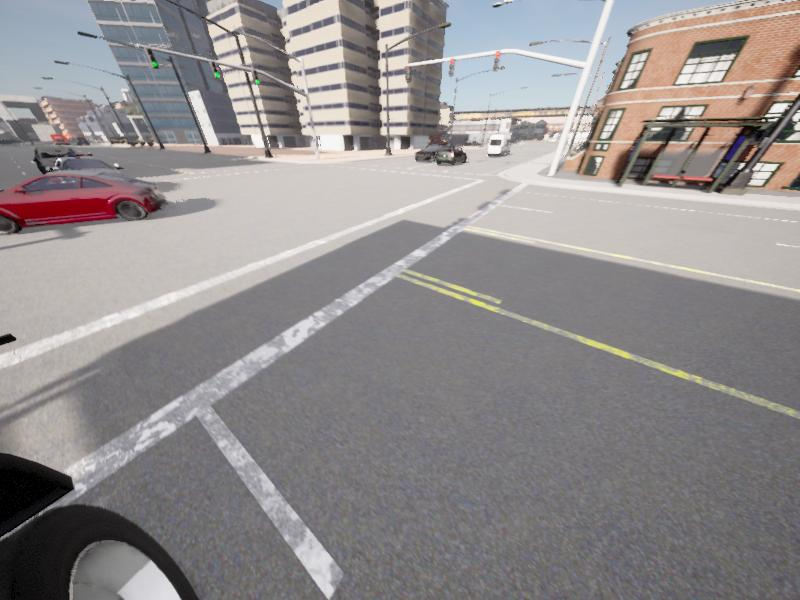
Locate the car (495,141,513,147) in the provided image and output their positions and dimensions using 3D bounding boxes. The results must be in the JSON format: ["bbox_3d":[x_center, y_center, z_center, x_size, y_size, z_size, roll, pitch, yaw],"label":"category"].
[{"bbox_3d":[33.575,-50.461,74.559,4.902,1.511,2.128,21,40,27],"label":"car"}]

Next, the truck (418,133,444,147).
[{"bbox_3d":[10.602,-55.130,79.559,8.468,3.827,2.891,20,40,27],"label":"truck"}]

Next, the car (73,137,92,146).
[{"bbox_3d":[-81.634,-40.779,59.384,3.866,1.878,1.905,25,42,31],"label":"car"}]

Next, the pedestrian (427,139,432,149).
[{"bbox_3d":[6.500,-34.657,51.342,0.751,1.860,0.751,-26,43,-32],"label":"pedestrian"}]

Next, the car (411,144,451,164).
[{"bbox_3d":[3.528,-16.393,25.755,1.930,1.638,5.238,22,41,28],"label":"car"}]

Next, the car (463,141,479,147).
[{"bbox_3d":[21.702,-47.692,70.710,3.806,1.475,1.970,20,40,27],"label":"car"}]

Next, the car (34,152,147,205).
[{"bbox_3d":[-14.142,-5.710,10.551,4.974,1.542,2.038,22,41,28],"label":"car"}]

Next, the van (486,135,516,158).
[{"bbox_3d":[14.720,-22.460,33.674,1.988,2.561,5.915,22,41,28],"label":"van"}]

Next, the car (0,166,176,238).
[{"bbox_3d":[-10.048,-3.130,7.069,4.181,1.385,1.994,-18,39,-25],"label":"car"}]

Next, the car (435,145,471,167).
[{"bbox_3d":[5.264,-14.305,22.839,1.851,1.617,3.988,22,41,28],"label":"car"}]

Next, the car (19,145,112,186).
[{"bbox_3d":[-20.012,-8.165,13.849,4.611,1.667,2.242,23,41,27],"label":"car"}]

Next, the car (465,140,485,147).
[{"bbox_3d":[23.688,-49.448,73.000,5.238,1.638,1.930,20,40,27],"label":"car"}]

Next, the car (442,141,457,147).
[{"bbox_3d":[15.825,-49.897,73.905,4.193,1.474,1.816,20,40,27],"label":"car"}]
